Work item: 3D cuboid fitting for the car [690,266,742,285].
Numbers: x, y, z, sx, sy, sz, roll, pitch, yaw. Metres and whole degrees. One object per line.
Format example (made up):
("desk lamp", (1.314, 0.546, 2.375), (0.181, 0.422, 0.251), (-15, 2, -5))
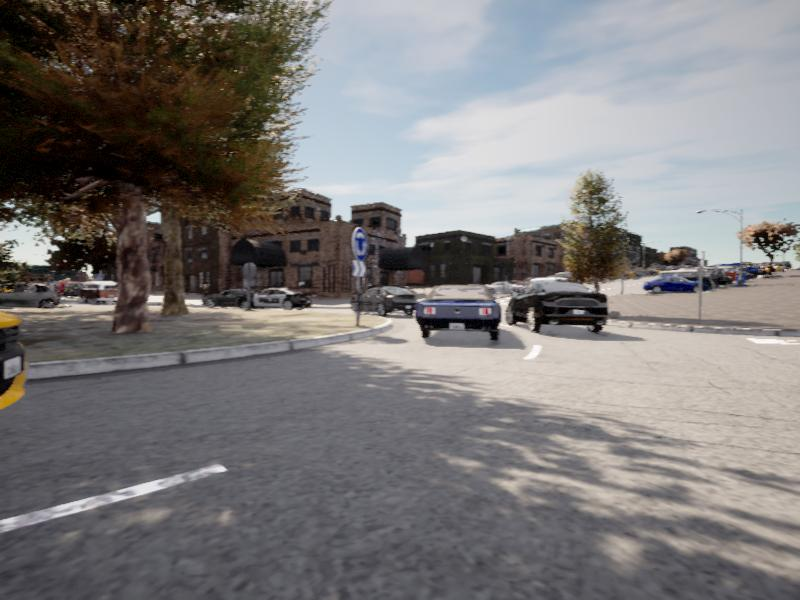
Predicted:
("car", (36.725, -2.864, 46.671), (4.442, 1.987, 1.878), (0, 5, 29))

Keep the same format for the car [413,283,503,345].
("car", (1.695, 0.270, 10.890), (1.895, 1.301, 4.718), (1, 0, 11))

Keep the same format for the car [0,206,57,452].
("car", (-4.814, 0.170, 1.532), (5.008, 1.535, 1.882), (0, 1, -27))

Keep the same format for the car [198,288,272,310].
("car", (-12.396, -0.093, 30.213), (4.892, 1.490, 1.837), (1, 0, 7))

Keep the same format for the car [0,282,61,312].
("car", (-21.658, -0.164, 22.306), (1.851, 1.617, 3.988), (1, 1, 42))

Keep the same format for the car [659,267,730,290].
("car", (29.823, -2.159, 40.836), (5.566, 2.045, 2.435), (0, 5, 29))

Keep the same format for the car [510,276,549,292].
("car", (16.934, -2.121, 52.245), (4.553, 1.767, 2.185), (-2, 4, 27))

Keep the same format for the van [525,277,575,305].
("van", (12.539, -0.821, 33.327), (4.480, 2.038, 2.069), (-6, 5, -42))

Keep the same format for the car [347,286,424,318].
("car", (-0.921, 0.066, 21.630), (1.837, 1.490, 4.892), (0, 0, -33))

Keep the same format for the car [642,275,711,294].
("car", (25.349, -1.423, 36.925), (5.008, 1.535, 2.097), (0, 5, 29))

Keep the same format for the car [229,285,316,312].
("car", (-8.453, -0.108, 26.679), (5.238, 1.638, 1.930), (1, 0, 12))

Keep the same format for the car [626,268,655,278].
("car", (49.228, -5.529, 82.047), (5.008, 1.535, 2.097), (-2, 3, 28))

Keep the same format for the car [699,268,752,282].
("car", (41.138, -3.124, 50.685), (4.892, 1.521, 2.231), (0, 5, 29))

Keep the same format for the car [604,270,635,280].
("car", (40.588, -4.616, 74.153), (5.008, 1.535, 2.097), (-2, 4, 28))

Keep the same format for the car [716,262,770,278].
("car", (50.087, -4.354, 58.670), (5.566, 2.045, 2.435), (0, 4, 28))

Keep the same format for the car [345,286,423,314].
("car", (-1.139, -0.044, 26.054), (5.238, 1.638, 1.930), (1, 1, 42))

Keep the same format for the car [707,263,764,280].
("car", (45.636, -3.865, 54.649), (5.566, 2.045, 2.435), (0, 5, 28))

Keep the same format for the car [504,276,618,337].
("car", (4.783, 0.160, 12.800), (1.882, 1.535, 5.008), (1, 0, 4))

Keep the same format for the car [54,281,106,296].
("car", (-45.954, -1.592, 57.563), (2.435, 2.045, 5.566), (3, 2, 43))

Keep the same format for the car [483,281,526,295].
("car", (12.618, -1.477, 48.260), (4.674, 1.452, 2.002), (-2, 3, 27))

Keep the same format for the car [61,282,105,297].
("car", (-44.019, -1.473, 55.614), (1.878, 1.987, 4.442), (3, 2, 42))

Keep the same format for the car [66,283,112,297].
("car", (-41.885, -1.279, 53.871), (2.185, 1.767, 4.553), (3, 2, 42))

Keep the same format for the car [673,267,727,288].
("car", (32.003, -2.376, 42.843), (4.442, 1.987, 1.878), (0, 5, 29))

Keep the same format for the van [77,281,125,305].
("van", (-27.691, -0.694, 37.003), (4.480, 2.038, 2.069), (2, 2, 32))

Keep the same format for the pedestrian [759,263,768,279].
("pedestrian", (43.938, -3.478, 48.321), (0.751, 1.860, 0.751), (1, 1, 43))

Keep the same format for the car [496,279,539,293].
("car", (14.795, -1.728, 50.254), (4.792, 1.488, 2.163), (-2, 3, 27))

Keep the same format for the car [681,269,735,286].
("car", (34.342, -2.520, 44.780), (4.553, 1.767, 2.185), (0, 5, 29))

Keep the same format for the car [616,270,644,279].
("car", (44.903, -5.043, 78.117), (4.674, 1.452, 2.002), (-2, 3, 28))

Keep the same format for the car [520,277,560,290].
("car", (19.042, -2.204, 54.286), (4.792, 1.488, 2.163), (-2, 4, 27))

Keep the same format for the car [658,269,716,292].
("car", (27.701, -1.891, 38.812), (4.442, 1.987, 1.878), (0, 5, 29))
